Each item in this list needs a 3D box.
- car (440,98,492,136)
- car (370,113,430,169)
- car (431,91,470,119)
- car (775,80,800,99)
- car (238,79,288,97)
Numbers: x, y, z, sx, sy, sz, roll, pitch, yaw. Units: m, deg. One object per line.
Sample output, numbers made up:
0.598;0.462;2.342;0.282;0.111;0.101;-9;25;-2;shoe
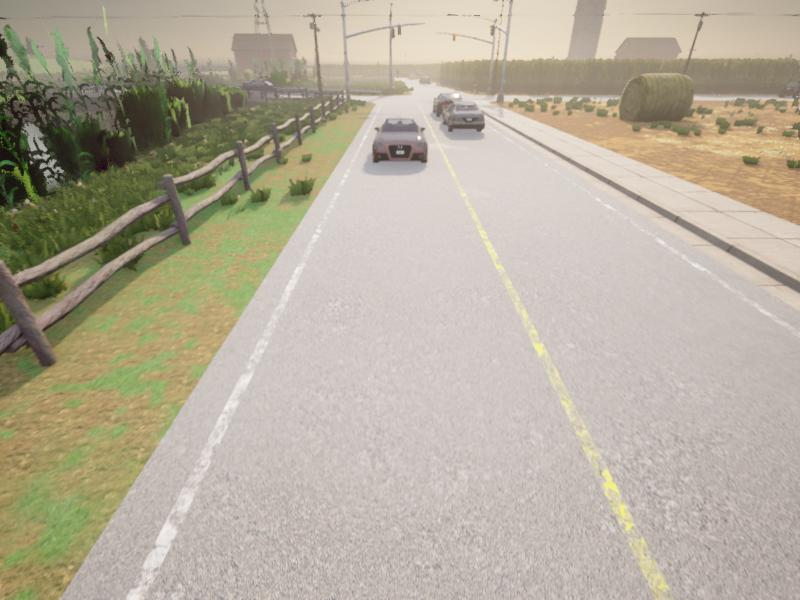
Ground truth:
3.504;-10.341;22.400;2.033;1.411;5.357;0;30;0;car
0.004;-6.205;15.327;1.994;1.385;4.181;0;30;0;car
3.503;-14.092;28.747;2.163;1.488;4.792;0;30;0;car
45.321;-23.465;44.606;4.553;1.767;2.097;-2;30;-3;car
-14.794;-23.043;43.425;4.674;1.442;1.812;4;30;1;car
